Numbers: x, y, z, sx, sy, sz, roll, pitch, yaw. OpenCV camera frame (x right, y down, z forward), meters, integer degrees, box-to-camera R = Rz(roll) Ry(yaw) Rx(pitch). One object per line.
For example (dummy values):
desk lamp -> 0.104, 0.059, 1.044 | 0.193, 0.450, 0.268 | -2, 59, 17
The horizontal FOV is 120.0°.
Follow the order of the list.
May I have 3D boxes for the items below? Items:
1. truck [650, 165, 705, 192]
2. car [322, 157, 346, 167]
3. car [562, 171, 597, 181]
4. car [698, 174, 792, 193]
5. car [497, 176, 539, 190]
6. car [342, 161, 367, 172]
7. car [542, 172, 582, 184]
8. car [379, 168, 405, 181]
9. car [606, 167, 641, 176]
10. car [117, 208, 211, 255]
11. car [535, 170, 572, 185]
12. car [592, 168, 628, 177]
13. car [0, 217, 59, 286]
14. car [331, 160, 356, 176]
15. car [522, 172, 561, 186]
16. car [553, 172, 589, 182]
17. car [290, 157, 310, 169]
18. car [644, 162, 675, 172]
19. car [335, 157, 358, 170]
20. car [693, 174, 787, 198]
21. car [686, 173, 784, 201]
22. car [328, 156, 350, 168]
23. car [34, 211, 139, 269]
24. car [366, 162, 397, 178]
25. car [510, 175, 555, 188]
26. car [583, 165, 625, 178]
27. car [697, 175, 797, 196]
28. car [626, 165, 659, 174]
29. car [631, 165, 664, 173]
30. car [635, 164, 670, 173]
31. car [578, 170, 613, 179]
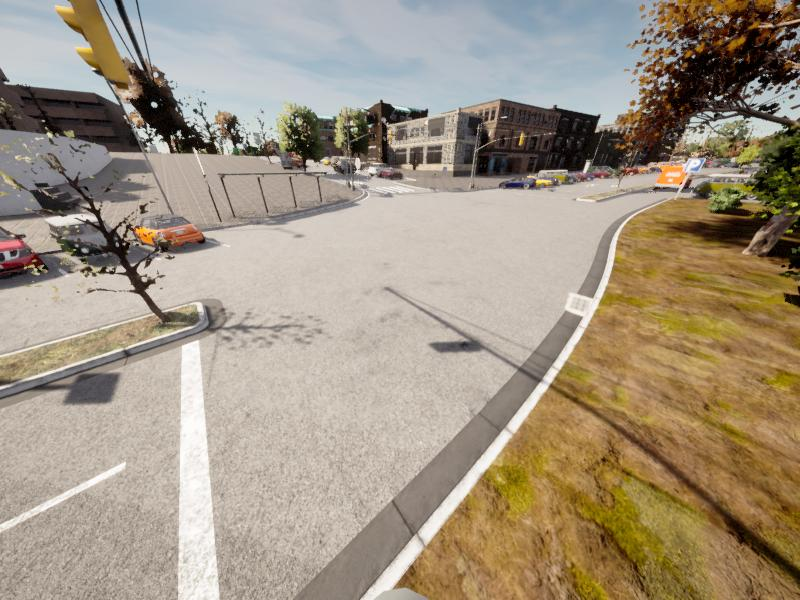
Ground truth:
truck -> 33.141, -14.598, 27.605 | 5.204, 2.467, 2.627 | -20, 35, -28
car -> -14.577, -30.665, 51.280 | 1.946, 1.575, 5.366 | 21, 37, 23
car -> 31.680, -21.906, 40.851 | 4.674, 1.452, 2.002 | 19, 36, 32
car -> 37.900, -13.039, 25.682 | 5.366, 1.575, 1.946 | 21, 38, 31
car -> 16.543, -16.502, 32.563 | 4.792, 1.488, 2.163 | 18, 36, 31
car -> -8.914, -26.385, 45.522 | 2.231, 1.521, 4.892 | 21, 37, 23
car -> 26.611, -20.140, 38.075 | 4.892, 1.521, 2.231 | 19, 36, 32
car -> -1.231, -20.775, 38.067 | 2.002, 1.452, 4.674 | 21, 37, 23
car -> 47.102, -27.159, 48.787 | 5.008, 1.535, 2.097 | 21, 38, 34
car -> -13.789, -4.164, 13.541 | 4.553, 1.767, 2.185 | 15, 35, 27
car -> 24.186, -19.390, 36.497 | 4.442, 1.987, 1.878 | 19, 36, 31
car -> 41.921, -25.455, 46.197 | 5.008, 1.535, 2.097 | 20, 37, 33
car -> -18.453, -2.226, 10.271 | 5.566, 2.045, 2.435 | 15, 34, 27
car -> -9.618, -22.458, 39.301 | 1.932, 1.855, 4.605 | -23, 42, -34
car -> 21.562, -18.424, 35.211 | 4.553, 1.767, 2.185 | 19, 36, 31
car -> 29.144, -21.005, 39.471 | 4.674, 1.452, 2.002 | 19, 37, 32
car -> -18.915, -25.840, 43.661 | 1.851, 1.617, 3.988 | -23, 42, -34
car -> 62.903, -32.281, 56.119 | 4.442, 1.987, 1.878 | 22, 38, 35
car -> -10.866, -27.919, 47.185 | 1.878, 1.987, 4.442 | 21, 37, 23
car -> 33.092, -11.306, 22.797 | 4.553, 1.767, 2.185 | 20, 37, 31
car -> 30.571, -10.506, 21.390 | 4.442, 1.987, 1.878 | 20, 38, 31
car -> -12.791, -29.317, 49.059 | 1.878, 1.987, 4.442 | 21, 37, 23
car -> -16.054, -3.211, 11.856 | 4.442, 1.987, 1.878 | 15, 34, 27
car -> -3.124, -22.424, 39.795 | 2.435, 2.045, 5.566 | 21, 37, 23
car -> 19.246, -17.332, 33.735 | 5.366, 1.575, 1.946 | 18, 36, 31
car -> 39.365, -24.796, 44.732 | 5.566, 2.045, 2.435 | 20, 37, 33
car -> 35.730, -12.037, 24.127 | 5.366, 1.575, 1.946 | 21, 37, 31
car -> 54.944, -29.664, 52.587 | 4.892, 1.521, 2.231 | 22, 38, 35
car -> 57.558, -30.497, 53.847 | 5.008, 1.535, 2.097 | 22, 37, 35
car -> 60.044, -31.365, 55.174 | 5.366, 1.575, 1.946 | 22, 38, 35
car -> 36.781, -23.674, 43.552 | 4.674, 1.452, 2.002 | 20, 37, 33
